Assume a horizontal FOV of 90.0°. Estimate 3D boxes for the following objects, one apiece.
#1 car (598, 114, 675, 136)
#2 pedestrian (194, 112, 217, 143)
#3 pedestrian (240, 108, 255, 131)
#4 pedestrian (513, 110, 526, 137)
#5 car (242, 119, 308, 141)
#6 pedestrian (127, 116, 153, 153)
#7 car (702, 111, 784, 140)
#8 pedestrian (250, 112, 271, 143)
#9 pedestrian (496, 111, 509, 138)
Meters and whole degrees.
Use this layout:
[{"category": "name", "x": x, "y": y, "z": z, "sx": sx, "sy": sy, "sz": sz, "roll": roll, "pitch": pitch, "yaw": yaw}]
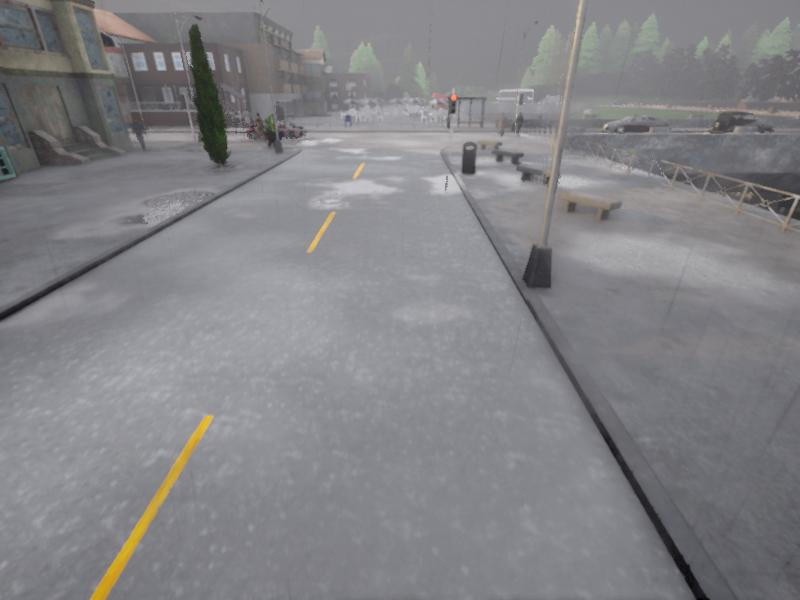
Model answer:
[{"category": "car", "x": 19.482, "y": -14.533, "z": 33.156, "sx": 4.902, "sy": 1.511, "sz": 2.128, "roll": 1, "pitch": 27, "yaw": 2}, {"category": "pedestrian", "x": -13.032, "y": -11.540, "z": 26.805, "sx": 0.751, "sy": 1.860, "sz": 0.751, "roll": 22, "pitch": 35, "yaw": 36}, {"category": "pedestrian", "x": -13.671, "y": -16.195, "z": 35.861, "sx": 0.751, "sy": 1.860, "sz": 0.751, "roll": -19, "pitch": 33, "yaw": -32}, {"category": "pedestrian", "x": 9.424, "y": -13.899, "z": 31.528, "sx": 0.751, "sy": 1.860, "sz": 0.751, "roll": 6, "pitch": 28, "yaw": 12}, {"category": "car", "x": -9.282, "y": -12.795, "z": 30.049, "sx": 4.181, "sy": 1.385, "sz": 1.994, "roll": 0, "pitch": 27, "yaw": 1}, {"category": "pedestrian", "x": -14.708, "y": -9.381, "z": 22.642, "sx": 0.751, "sy": 1.860, "sz": 0.751, "roll": -14, "pitch": 30, "yaw": -25}, {"category": "car", "x": 25.159, "y": -12.875, "z": 29.491, "sx": 3.866, "sy": 1.878, "sz": 1.905, "roll": 0, "pitch": 27, "yaw": 0}, {"category": "pedestrian", "x": -9.394, "y": -11.610, "z": 26.926, "sx": 0.751, "sy": 1.860, "sz": 0.751, "roll": 8, "pitch": 28, "yaw": 16}, {"category": "pedestrian", "x": 7.898, "y": -13.532, "z": 30.820, "sx": 0.751, "sy": 1.860, "sz": 0.751, "roll": 7, "pitch": 28, "yaw": 13}]
